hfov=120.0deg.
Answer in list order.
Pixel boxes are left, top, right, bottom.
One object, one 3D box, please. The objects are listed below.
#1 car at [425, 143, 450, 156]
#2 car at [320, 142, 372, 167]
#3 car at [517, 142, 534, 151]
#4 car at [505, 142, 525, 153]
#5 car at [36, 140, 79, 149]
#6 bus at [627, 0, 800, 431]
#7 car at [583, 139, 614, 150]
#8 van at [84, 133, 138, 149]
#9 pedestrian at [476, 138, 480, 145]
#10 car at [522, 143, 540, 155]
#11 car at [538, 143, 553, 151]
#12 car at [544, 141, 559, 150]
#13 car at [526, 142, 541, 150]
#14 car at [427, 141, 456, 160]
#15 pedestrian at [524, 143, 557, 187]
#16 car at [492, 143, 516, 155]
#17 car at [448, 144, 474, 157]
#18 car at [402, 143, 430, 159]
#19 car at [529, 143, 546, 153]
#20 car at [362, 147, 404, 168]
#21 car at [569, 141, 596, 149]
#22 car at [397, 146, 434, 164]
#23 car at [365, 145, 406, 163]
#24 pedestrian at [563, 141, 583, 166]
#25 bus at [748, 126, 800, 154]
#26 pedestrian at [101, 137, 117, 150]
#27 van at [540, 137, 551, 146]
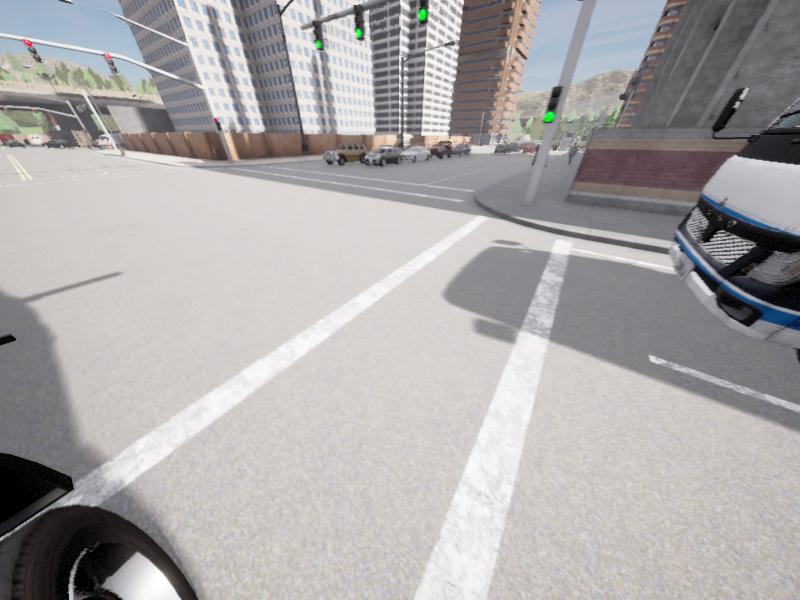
[{"bbox_3d":[5.747,-22.895,35.164,1.816,1.474,4.193,23,41,28],"label":"car"},{"bbox_3d":[-5.130,-14.284,22.505,1.932,1.855,4.605,24,41,30],"label":"car"},{"bbox_3d":[27.164,-33.180,49.891,2.007,1.525,4.514,23,41,28],"label":"car"},{"bbox_3d":[21.637,-28.780,43.516,2.033,1.649,4.856,22,41,28],"label":"car"},{"bbox_3d":[-66.549,-30.299,44.959,4.892,1.490,1.837,-1,35,-1],"label":"car"},{"bbox_3d":[8.298,-0.056,0.367,10.273,4.253,3.944,22,41,28],"label":"bus"},{"bbox_3d":[49.563,-38.957,57.828,5.566,2.045,2.150,22,41,28],"label":"car"},{"bbox_3d":[-57.345,-31.684,46.057,1.988,2.561,5.915,22,41,28],"label":"van"},{"bbox_3d":[29.063,-59.113,86.108,0.751,1.860,0.751,20,40,26],"label":"pedestrian"},{"bbox_3d":[22.372,-25.870,39.455,1.789,1.549,3.705,22,41,28],"label":"car"},{"bbox_3d":[31.506,-33.106,50.016,1.895,1.301,4.718,23,41,28],"label":"car"},{"bbox_3d":[36.751,-37.415,55.971,2.242,1.667,4.611,23,41,28],"label":"car"},{"bbox_3d":[32.329,-37.300,55.842,2.007,1.525,4.514,23,41,28],"label":"car"},{"bbox_3d":[5.318,-19.251,29.629,1.905,1.878,3.866,22,41,28],"label":"car"},{"bbox_3d":[7.129,-6.864,11.789,0.751,1.860,0.751,25,42,31],"label":"pedestrian"},{"bbox_3d":[17.478,-25.393,38.775,2.128,1.511,4.902,23,41,28],"label":"car"},{"bbox_3d":[9.030,-22.070,34.005,1.837,1.490,4.892,23,41,28],"label":"car"},{"bbox_3d":[2.154,-20.067,31.007,1.851,1.617,3.988,23,41,28],"label":"car"},{"bbox_3d":[26.071,-28.810,43.724,1.970,1.475,3.806,22,41,28],"label":"car"},{"bbox_3d":[-1.522,-13.575,21.879,1.970,1.475,3.806,23,41,28],"label":"car"},{"bbox_3d":[48.882,-41.500,61.862,5.366,1.575,1.801,22,41,28],"label":"car"},{"bbox_3d":[1.786,-16.232,25.705,1.812,1.442,4.674,23,41,28],"label":"car"},{"bbox_3d":[-1.589,-17.005,26.741,2.163,1.488,4.792,23,41,28],"label":"car"},{"bbox_3d":[15.454,-13.084,20.682,0.751,1.860,0.751,24,42,30],"label":"pedestrian"},{"bbox_3d":[74.983,-29.520,42.720,10.273,4.253,3.944,22,41,28],"label":"bus"},{"bbox_3d":[-49.482,-26.636,39.293,0.751,1.860,0.751,10,36,13],"label":"pedestrian"},{"bbox_3d":[53.091,-57.911,84.281,1.988,2.561,5.915,23,41,28],"label":"van"}]
